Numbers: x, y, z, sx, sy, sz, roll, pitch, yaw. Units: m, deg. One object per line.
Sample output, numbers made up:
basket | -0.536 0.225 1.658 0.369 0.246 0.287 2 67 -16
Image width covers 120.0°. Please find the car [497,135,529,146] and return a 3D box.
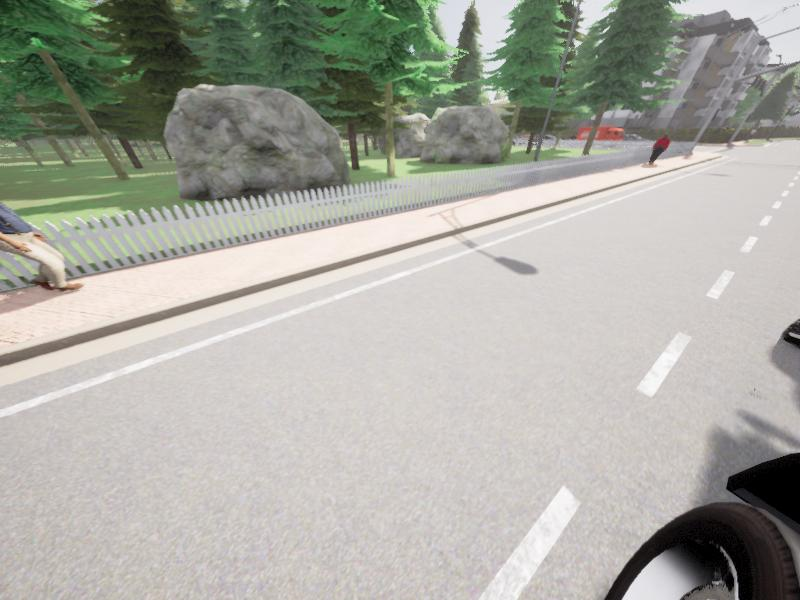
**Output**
car | 20.323 -28.987 41.919 1.837 1.490 4.892 -21 40 -25

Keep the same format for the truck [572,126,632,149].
truck | 27.752 -22.550 32.054 2.627 2.467 5.204 -21 40 -25

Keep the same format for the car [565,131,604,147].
car | 28.779 -25.224 36.198 1.905 1.878 3.866 -21 41 -25

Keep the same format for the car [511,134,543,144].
car | 25.251 -32.196 46.140 1.801 1.575 5.366 -21 40 -25

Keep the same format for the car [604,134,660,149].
car | 32.030 -22.089 32.131 2.128 1.511 4.902 -21 40 -25

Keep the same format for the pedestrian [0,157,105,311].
pedestrian | -5.561 -0.899 3.299 0.751 1.860 0.751 -22 41 -27

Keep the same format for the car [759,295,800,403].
car | 6.700 -0.172 2.537 5.366 1.575 1.801 -22 42 -24

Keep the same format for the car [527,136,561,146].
car | 25.327 -28.163 40.832 1.895 1.301 4.718 -21 41 -25

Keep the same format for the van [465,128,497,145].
van | 16.224 -33.167 46.880 1.988 2.561 5.915 -21 41 -25

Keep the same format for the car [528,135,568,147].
car | 23.827 -25.767 37.403 1.837 1.490 4.892 -21 41 -25

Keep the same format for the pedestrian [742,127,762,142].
pedestrian | 55.308 -25.967 36.302 0.751 1.860 0.751 -19 40 -23

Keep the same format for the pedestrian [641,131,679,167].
pedestrian | 16.655 -9.679 14.839 0.751 1.860 0.751 -22 41 -26

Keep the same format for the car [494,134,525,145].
car | 21.471 -31.836 45.701 2.152 1.651 5.027 -21 41 -25
